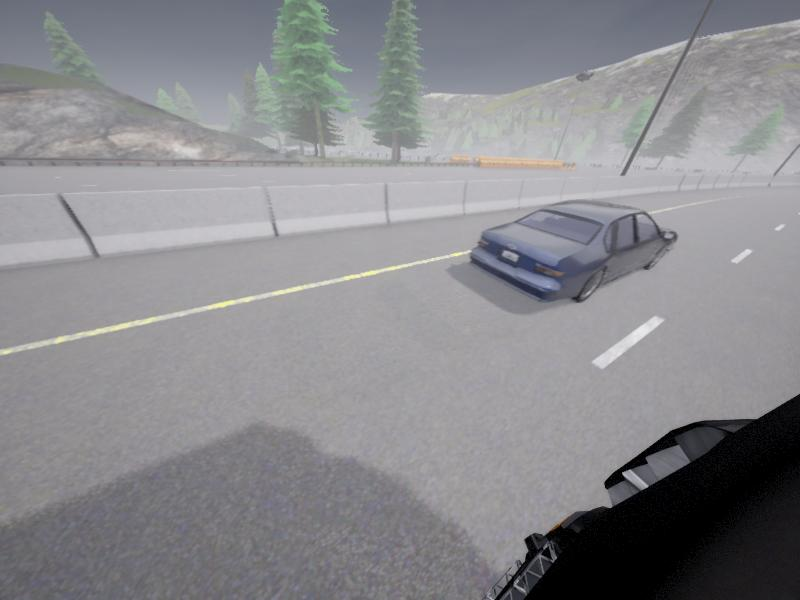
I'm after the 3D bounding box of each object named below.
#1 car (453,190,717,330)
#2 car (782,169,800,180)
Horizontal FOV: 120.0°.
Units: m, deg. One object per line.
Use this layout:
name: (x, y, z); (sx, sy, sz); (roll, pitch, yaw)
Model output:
car: (3.977, -1.310, 4.928); (5.357, 1.411, 2.033); (-16, 38, -26)
car: (76.896, -23.831, 43.920); (5.008, 1.535, 1.882); (-1, 34, -6)
